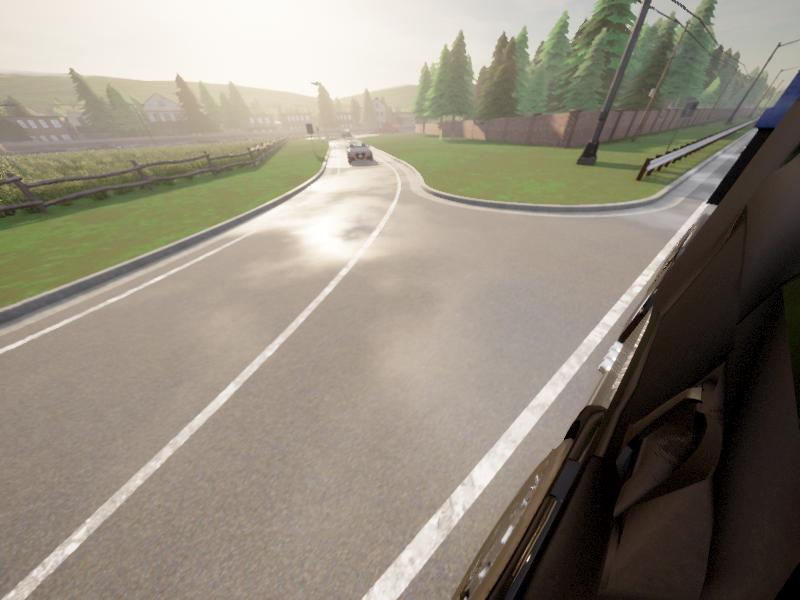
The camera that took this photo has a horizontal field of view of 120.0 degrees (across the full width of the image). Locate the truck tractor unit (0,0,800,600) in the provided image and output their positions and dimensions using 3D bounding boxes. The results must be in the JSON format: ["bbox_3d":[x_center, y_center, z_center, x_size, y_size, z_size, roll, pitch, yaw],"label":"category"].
[{"bbox_3d":[2.645,-0.295,0.351,6.516,4.208,3.053,-28,44,-30],"label":"truck tractor unit"}]

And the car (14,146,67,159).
[{"bbox_3d":[-70.204,-28.988,45.289,5.238,1.638,1.930,-26,43,-28],"label":"car"}]

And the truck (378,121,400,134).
[{"bbox_3d":[-4.230,-67.036,89.815,8.468,3.827,2.891,-26,43,-28],"label":"truck"}]

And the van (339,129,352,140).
[{"bbox_3d":[-13.756,-42.121,58.806,2.069,2.038,4.480,-1,37,3],"label":"van"}]

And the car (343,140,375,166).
[{"bbox_3d":[-3.375,-11.988,18.657,1.994,1.385,4.181,-9,37,-9],"label":"car"}]

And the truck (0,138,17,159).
[{"bbox_3d":[-84.741,-29.796,45.468,8.468,3.827,2.891,-26,43,-28],"label":"truck"}]

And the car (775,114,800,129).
[{"bbox_3d":[51.441,-23.312,30.110,4.792,1.488,2.163,-27,43,-28],"label":"car"}]

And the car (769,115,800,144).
[{"bbox_3d":[31.344,-13.320,17.998,5.027,1.651,2.152,-27,43,-28],"label":"car"}]

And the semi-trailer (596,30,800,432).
[{"bbox_3d":[8.793,-3.545,4.123,14.254,4.402,2.717,-27,43,-29],"label":"semi-trailer"}]

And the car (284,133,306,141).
[{"bbox_3d":[-30.765,-47.643,67.611,5.366,1.575,1.801,-26,43,-28],"label":"car"}]

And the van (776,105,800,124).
[{"bbox_3d":[66.672,-31.319,38.983,6.366,2.431,2.351,-27,43,-28],"label":"van"}]
